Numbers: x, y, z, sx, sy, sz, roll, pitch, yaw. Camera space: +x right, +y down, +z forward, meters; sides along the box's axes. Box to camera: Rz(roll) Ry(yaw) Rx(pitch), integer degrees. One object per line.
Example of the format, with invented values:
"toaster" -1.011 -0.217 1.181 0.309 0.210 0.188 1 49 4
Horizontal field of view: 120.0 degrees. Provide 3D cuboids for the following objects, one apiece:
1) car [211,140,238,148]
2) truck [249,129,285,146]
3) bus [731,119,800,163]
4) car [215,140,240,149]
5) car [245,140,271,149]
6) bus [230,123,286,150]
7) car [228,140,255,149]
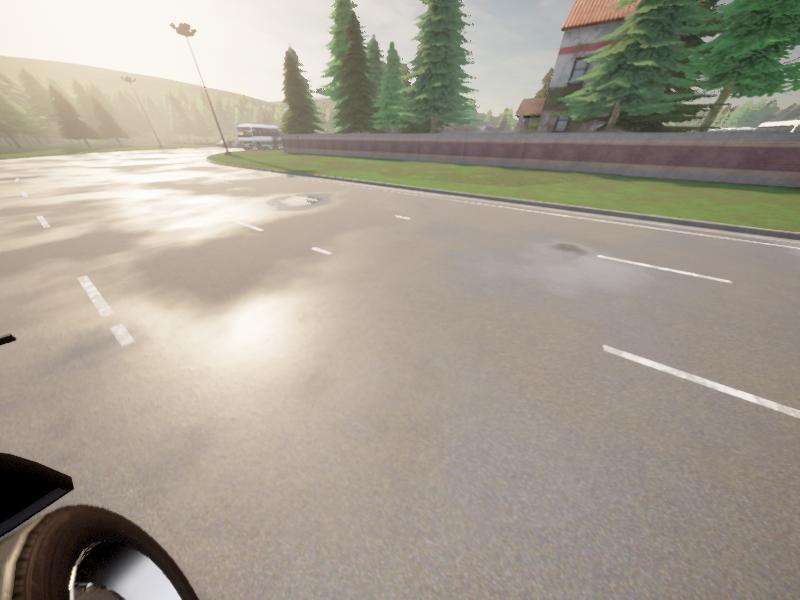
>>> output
"car" -41.923 -37.450 55.418 2.163 1.488 4.792 7 36 9
"truck" -37.506 -46.201 65.834 2.891 3.827 8.468 13 37 17
"bus" 49.932 -20.699 29.985 3.944 4.253 10.273 20 40 27
"car" -39.156 -35.442 52.585 1.816 1.474 4.193 7 36 9
"car" -32.066 -35.183 52.231 1.801 1.575 5.366 7 36 9
"bus" -29.198 -34.151 48.431 3.944 4.253 10.273 5 35 7
"car" -35.689 -35.194 52.124 2.033 1.649 4.856 7 36 9
